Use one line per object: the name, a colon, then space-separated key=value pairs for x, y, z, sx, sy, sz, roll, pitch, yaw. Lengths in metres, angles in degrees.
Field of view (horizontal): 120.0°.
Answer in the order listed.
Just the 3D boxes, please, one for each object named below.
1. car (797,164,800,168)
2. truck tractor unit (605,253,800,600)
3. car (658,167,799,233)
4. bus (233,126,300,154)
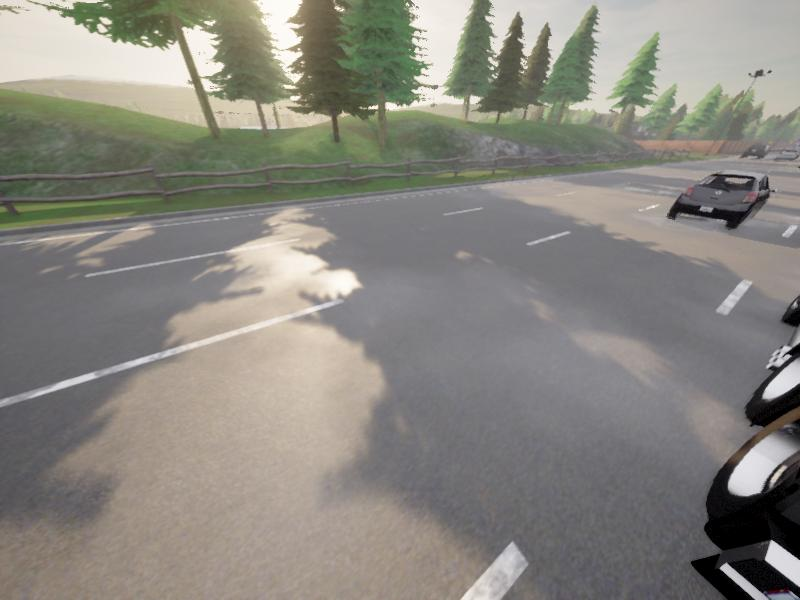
car: x=47.366 y=-15.808 z=26.057 sx=4.193 sy=1.474 sz=1.816 roll=-19 pitch=39 yaw=-25
truck tractor unit: x=5.090 y=-0.317 z=0.828 sx=6.516 sy=4.208 sz=3.053 roll=-19 pitch=38 yaw=-25
car: x=11.452 y=-3.667 z=8.114 sx=3.633 sy=1.501 sz=1.845 roll=-19 pitch=39 yaw=-25
bus: x=-25.762 y=-31.090 z=45.043 sx=10.273 sy=4.253 sz=3.944 roll=-19 pitch=39 yaw=-26
